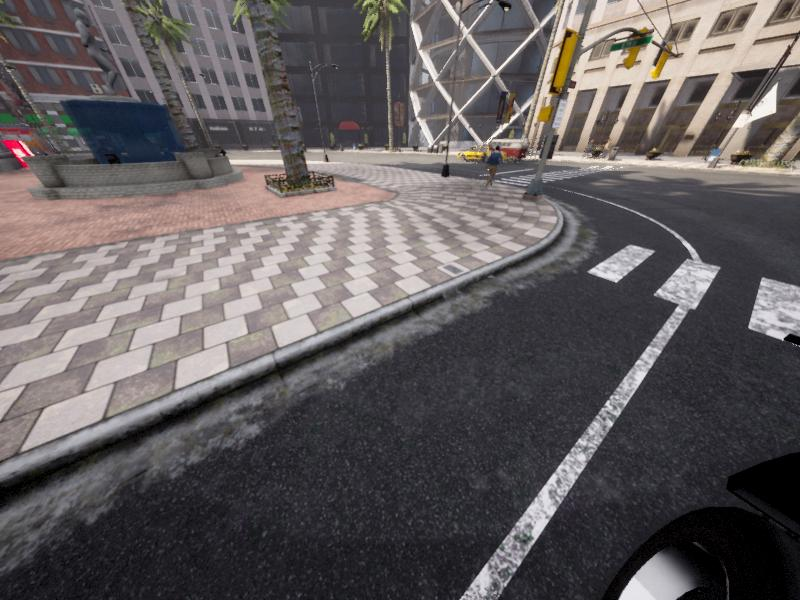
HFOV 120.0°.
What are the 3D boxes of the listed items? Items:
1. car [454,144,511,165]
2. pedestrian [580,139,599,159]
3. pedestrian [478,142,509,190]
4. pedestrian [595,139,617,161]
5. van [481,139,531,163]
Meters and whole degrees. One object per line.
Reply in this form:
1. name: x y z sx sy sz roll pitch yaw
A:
1. car: 8.542 -15.499 24.465 1.801 1.575 5.366 -25 42 -31
2. pedestrian: 20.718 -16.527 25.287 0.751 1.860 0.751 -12 37 -16
3. pedestrian: 4.408 -6.339 10.950 0.751 1.860 0.751 30 45 35
4. pedestrian: 20.571 -14.989 23.106 0.751 1.860 0.751 -15 38 -20
5. van: 11.664 -16.620 25.683 1.775 1.987 4.442 -25 42 -31
